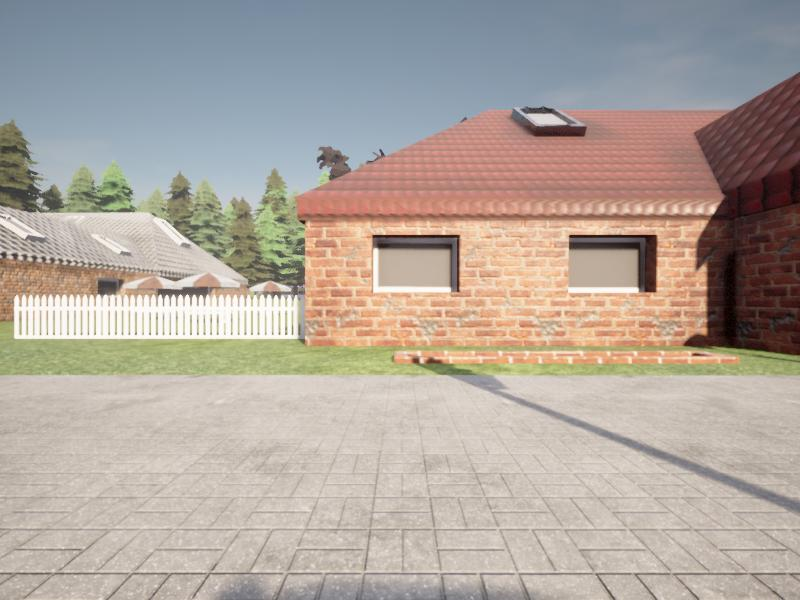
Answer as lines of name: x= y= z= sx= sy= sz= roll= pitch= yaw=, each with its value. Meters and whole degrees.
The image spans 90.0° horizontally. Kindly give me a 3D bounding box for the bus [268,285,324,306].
bus: x=-20.883 y=-0.919 z=80.746 sx=10.273 sy=4.253 sz=3.944 roll=0 pitch=0 yaw=0
